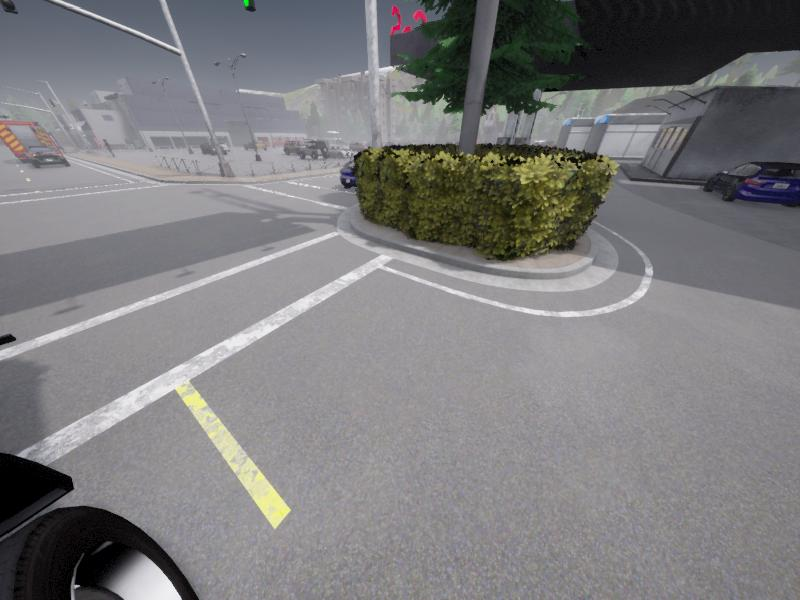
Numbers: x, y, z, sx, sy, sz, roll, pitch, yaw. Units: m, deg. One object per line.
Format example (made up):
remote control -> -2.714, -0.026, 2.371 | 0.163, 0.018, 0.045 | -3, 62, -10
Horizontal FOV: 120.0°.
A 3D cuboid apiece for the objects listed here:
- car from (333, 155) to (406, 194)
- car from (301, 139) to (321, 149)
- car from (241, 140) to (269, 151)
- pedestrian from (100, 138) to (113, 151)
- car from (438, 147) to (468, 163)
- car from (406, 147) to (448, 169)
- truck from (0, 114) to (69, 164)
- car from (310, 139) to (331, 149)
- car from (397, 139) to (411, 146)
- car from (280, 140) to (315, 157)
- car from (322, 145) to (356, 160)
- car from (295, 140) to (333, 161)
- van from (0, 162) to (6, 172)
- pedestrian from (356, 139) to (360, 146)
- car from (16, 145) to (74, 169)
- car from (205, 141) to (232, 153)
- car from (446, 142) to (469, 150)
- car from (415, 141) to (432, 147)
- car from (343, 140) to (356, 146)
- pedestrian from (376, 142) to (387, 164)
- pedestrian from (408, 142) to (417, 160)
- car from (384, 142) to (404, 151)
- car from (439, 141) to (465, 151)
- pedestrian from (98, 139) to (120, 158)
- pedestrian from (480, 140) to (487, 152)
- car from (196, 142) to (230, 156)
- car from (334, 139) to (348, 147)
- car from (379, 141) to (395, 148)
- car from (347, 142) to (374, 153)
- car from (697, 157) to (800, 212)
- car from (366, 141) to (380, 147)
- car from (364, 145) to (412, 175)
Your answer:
car -> -1.606, -7.531, 13.649 | 1.816, 1.474, 4.193 | 22, 41, 28
car -> -19.903, -35.114, 51.925 | 3.866, 1.878, 1.905 | 22, 41, 28
car -> -27.215, -29.029, 43.369 | 5.027, 1.636, 2.152 | 22, 41, 28
pedestrian -> -55.182, -29.238, 43.419 | 0.751, 1.860, 0.751 | 28, 44, 34
car -> 6.480, -17.609, 28.010 | 1.970, 1.475, 3.806 | 22, 41, 28
car -> 2.837, -14.707, 23.733 | 2.033, 1.649, 4.856 | 22, 41, 28
truck -> -38.716, -16.620, 23.920 | 8.468, 3.827, 2.891 | 22, 41, 28
car -> -18.581, -36.601, 54.082 | 4.605, 1.855, 1.932 | 22, 41, 28
car -> 1.368, -53.647, 78.789 | 4.605, 1.855, 1.932 | 22, 40, 27
car -> -14.743, -21.830, 33.138 | 4.605, 1.855, 1.932 | 22, 41, 28
car -> -7.764, -18.819, 29.370 | 3.806, 1.475, 1.970 | 22, 41, 28
car -> -10.165, -17.689, 27.256 | 3.866, 1.878, 1.905 | 22, 41, 28
van -> -32.200, -10.776, 17.214 | 4.480, 2.038, 2.069 | 22, 41, 28
pedestrian -> -13.646, -51.464, 75.266 | 0.751, 1.860, 0.751 | 1, 35, 1
car -> -31.420, -12.710, 20.410 | 4.974, 1.542, 2.038 | 22, 41, 28
car -> -30.617, -25.836, 38.950 | 3.806, 1.475, 1.970 | 22, 41, 28
car -> 13.520, -36.472, 54.542 | 4.514, 1.523, 2.007 | 22, 41, 28
car -> 7.701, -50.976, 75.388 | 4.792, 1.488, 2.163 | 22, 40, 27
car -> -17.398, -54.635, 80.374 | 1.816, 1.474, 4.193 | 22, 41, 28
pedestrian -> -1.906, -15.210, 23.906 | 0.751, 1.860, 0.751 | 21, 40, 27
pedestrian -> 1.483, -18.044, 27.953 | 0.751, 1.860, 0.751 | 22, 40, 27
car -> -1.296, -31.965, 48.006 | 3.633, 1.501, 1.845 | 22, 41, 28
car -> 11.771, -34.985, 52.404 | 5.027, 1.636, 2.152 | 22, 41, 28
pedestrian -> -34.387, -17.940, 27.284 | 0.751, 1.860, 0.751 | -23, 41, -29
pedestrian -> 16.606, -30.454, 45.676 | 0.751, 1.860, 0.751 | 22, 41, 28
car -> -26.926, -21.720, 33.246 | 4.514, 1.523, 2.007 | 22, 41, 28
car -> -18.774, -50.133, 73.638 | 1.905, 1.878, 3.866 | 22, 41, 28
car -> -3.463, -41.204, 61.219 | 3.806, 1.475, 1.970 | 22, 41, 28
car -> -7.041, -27.293, 41.296 | 4.514, 1.523, 2.007 | 22, 41, 28
car -> 17.423, -5.821, 11.299 | 2.242, 1.667, 4.611 | 22, 41, 28
car -> -7.849, -45.077, 66.669 | 3.633, 1.501, 1.845 | 22, 41, 28
car -> -0.882, -11.790, 19.339 | 1.905, 1.878, 3.866 | 22, 41, 28
